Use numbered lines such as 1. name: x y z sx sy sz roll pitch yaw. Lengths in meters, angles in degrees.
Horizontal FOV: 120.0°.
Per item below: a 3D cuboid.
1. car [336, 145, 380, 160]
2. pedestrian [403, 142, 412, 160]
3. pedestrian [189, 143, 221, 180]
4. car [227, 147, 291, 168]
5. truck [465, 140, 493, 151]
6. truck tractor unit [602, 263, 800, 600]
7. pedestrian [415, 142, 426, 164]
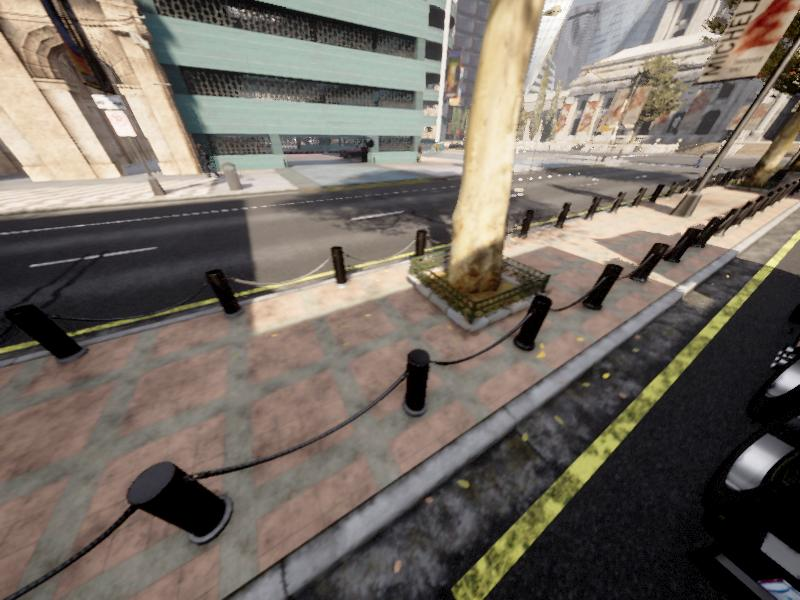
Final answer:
1. car: -5.331 -18.949 29.641 4.902 1.511 2.128 -18 39 -24
2. pedestrian: 0.935 -18.524 28.666 0.751 1.860 0.751 16 38 21
3. pedestrian: -11.932 -8.518 14.217 0.751 1.860 0.751 -15 38 -20
4. car: -13.298 -13.584 21.956 4.786 1.482 2.161 -18 39 -24
5. truck: 19.797 -39.081 58.402 2.390 2.098 6.274 -23 41 -29
6. truck tractor unit: 5.115 -0.294 0.798 6.516 4.208 3.053 -18 39 -24
7. pedestrian: 2.096 -15.365 24.139 0.751 1.860 0.751 -27 43 -33
